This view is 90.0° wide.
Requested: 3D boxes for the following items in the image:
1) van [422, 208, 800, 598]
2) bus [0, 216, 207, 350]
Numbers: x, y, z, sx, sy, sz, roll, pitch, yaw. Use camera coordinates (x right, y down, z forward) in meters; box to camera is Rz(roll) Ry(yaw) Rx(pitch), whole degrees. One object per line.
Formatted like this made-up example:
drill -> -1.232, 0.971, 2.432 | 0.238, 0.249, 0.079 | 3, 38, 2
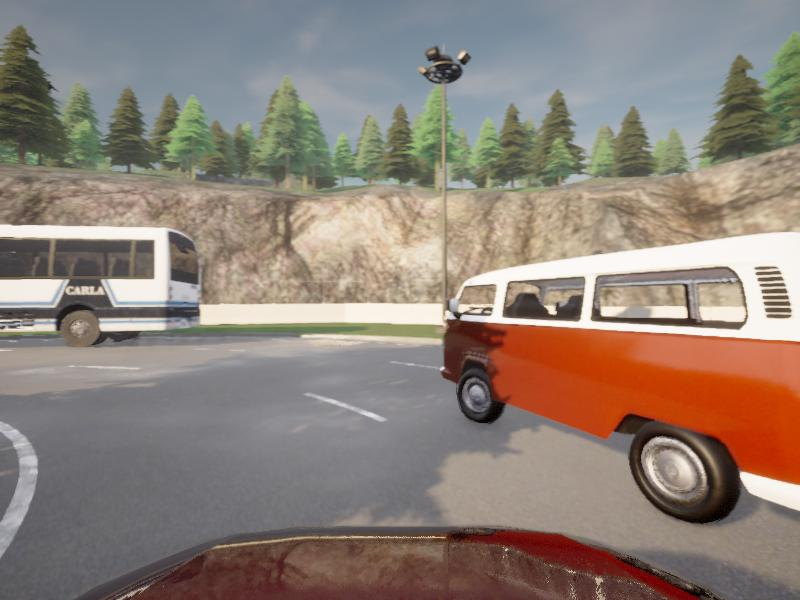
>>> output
van -> 2.210, 0.560, 4.388 | 2.069, 2.038, 4.480 | 2, -1, -24
bus -> -13.133, -0.494, 14.599 | 10.273, 4.253, 3.944 | 0, -1, -7
